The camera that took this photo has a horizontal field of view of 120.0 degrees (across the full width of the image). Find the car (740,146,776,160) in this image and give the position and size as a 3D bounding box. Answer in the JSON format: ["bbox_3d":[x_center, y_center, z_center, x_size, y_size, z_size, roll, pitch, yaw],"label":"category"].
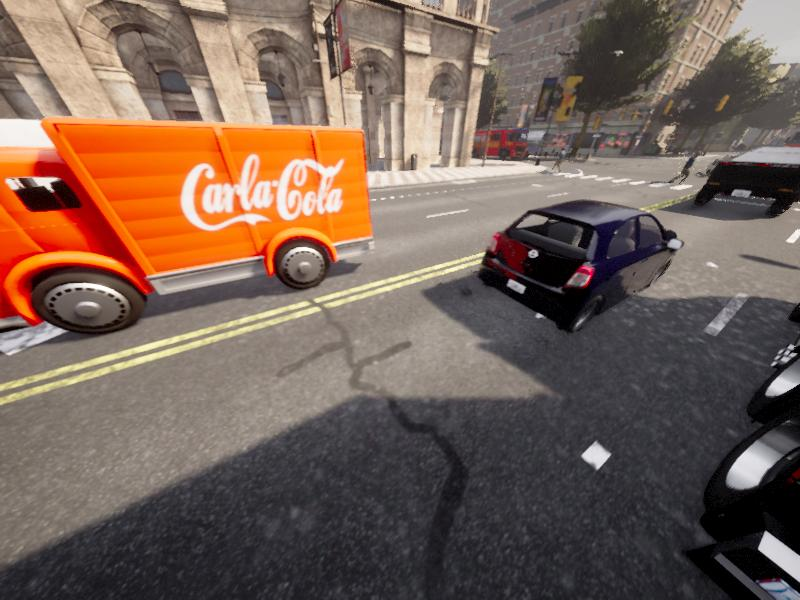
[{"bbox_3d":[55.303,-22.756,35.692,5.238,1.638,1.930,-19,39,-25],"label":"car"}]

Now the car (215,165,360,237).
[{"bbox_3d":[-3.405,-3.361,7.468,3.633,1.501,1.845,-18,39,-24],"label":"car"}]

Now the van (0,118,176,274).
[{"bbox_3d":[-9.033,-1.955,4.522,5.915,2.561,1.988,-18,39,-24],"label":"van"}]

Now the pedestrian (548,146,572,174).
[{"bbox_3d":[12.758,-11.184,18.503,0.751,1.860,0.751,-18,39,-25],"label":"pedestrian"}]

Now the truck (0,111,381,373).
[{"bbox_3d":[-3.301,-1.472,3.931,5.204,2.467,2.627,-18,39,-24],"label":"truck"}]

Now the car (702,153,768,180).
[{"bbox_3d":[25.831,-10.499,17.995,1.970,1.475,3.806,27,43,33],"label":"car"}]

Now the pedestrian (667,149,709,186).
[{"bbox_3d":[17.212,-7.919,13.844,0.751,1.860,0.751,-23,41,-30],"label":"pedestrian"}]

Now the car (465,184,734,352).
[{"bbox_3d":[3.252,-0.907,3.993,3.633,1.501,1.845,-18,39,-24],"label":"car"}]

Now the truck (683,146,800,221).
[{"bbox_3d":[15.235,-5.088,9.593,6.274,2.098,2.390,-18,39,-25],"label":"truck"}]

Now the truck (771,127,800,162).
[{"bbox_3d":[58.235,-22.304,33.154,8.468,3.827,2.891,-18,39,-25],"label":"truck"}]

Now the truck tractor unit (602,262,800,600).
[{"bbox_3d":[5.104,-0.308,0.783,6.516,4.208,3.053,-19,39,-24],"label":"truck tractor unit"}]

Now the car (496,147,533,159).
[{"bbox_3d":[17.325,-22.408,35.206,1.895,1.301,4.718,-18,39,-24],"label":"car"}]

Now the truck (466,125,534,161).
[{"bbox_3d":[13.997,-22.753,33.462,2.891,3.827,8.468,-18,39,-24],"label":"truck"}]

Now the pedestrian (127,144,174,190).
[{"bbox_3d":[-12.066,-6.466,11.267,0.751,1.860,0.751,-20,40,-27],"label":"pedestrian"}]
